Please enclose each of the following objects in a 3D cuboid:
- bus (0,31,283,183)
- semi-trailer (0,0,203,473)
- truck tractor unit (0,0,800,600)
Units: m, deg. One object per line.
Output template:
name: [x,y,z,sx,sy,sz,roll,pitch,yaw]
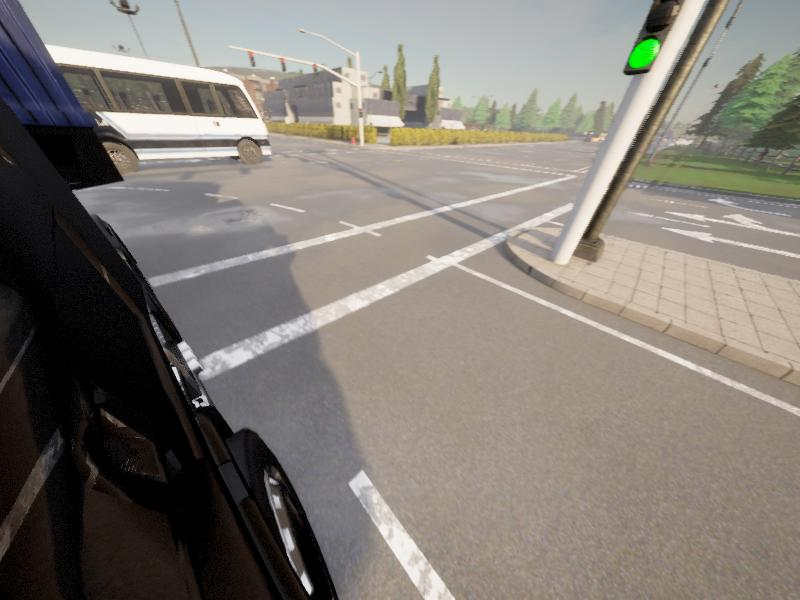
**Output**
bus: [-12.440,-9.212,11.696,3.944,4.253,10.273,30,45,31]
semi-trailer: [-10.089,-0.980,0.698,14.254,4.402,2.717,-2,36,-5]
truck tractor unit: [-2.645,-0.295,0.351,6.516,4.208,3.053,28,44,30]
